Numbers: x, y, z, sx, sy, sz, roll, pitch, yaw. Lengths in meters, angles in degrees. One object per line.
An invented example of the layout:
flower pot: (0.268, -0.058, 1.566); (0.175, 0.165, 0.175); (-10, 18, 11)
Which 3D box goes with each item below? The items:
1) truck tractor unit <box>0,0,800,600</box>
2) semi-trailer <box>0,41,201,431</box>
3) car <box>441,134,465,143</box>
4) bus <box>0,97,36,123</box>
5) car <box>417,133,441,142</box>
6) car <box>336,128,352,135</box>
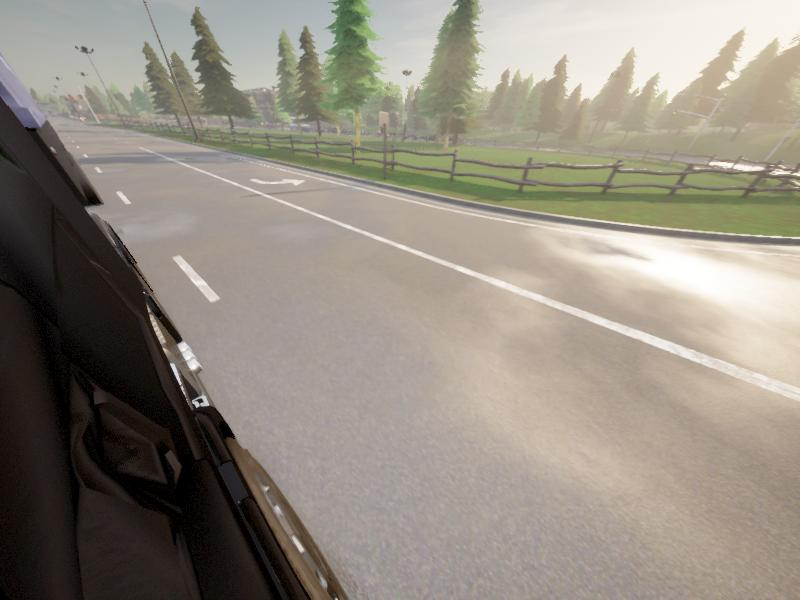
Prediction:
truck tractor unit: (-2.645, -0.295, 0.351); (6.516, 4.208, 3.053); (28, 44, 30)
semi-trailer: (-8.697, -3.592, 4.247); (14.254, 4.402, 2.717); (28, 43, 30)
car: (13.321, -40.888, 58.407); (5.366, 1.575, 1.801); (28, 43, 30)
bus: (-87.854, -42.964, 52.449); (10.273, 4.253, 3.944); (28, 43, 30)
car: (6.902, -38.890, 55.240); (5.027, 1.651, 2.152); (28, 43, 30)
car: (-17.322, -51.859, 71.168); (4.856, 1.649, 2.033); (28, 43, 30)
